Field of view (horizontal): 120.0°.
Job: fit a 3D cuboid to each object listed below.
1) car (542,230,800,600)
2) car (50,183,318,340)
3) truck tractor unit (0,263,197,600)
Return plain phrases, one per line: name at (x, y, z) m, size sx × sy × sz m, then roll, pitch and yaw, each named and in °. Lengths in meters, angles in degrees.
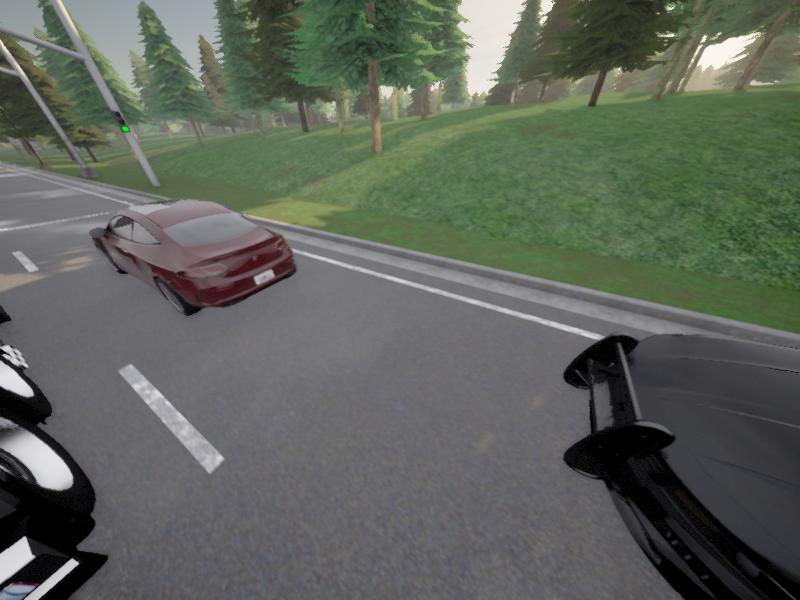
car at (3.689, 1.300, 0.667) m, size 5.238 × 1.638 × 1.930 m, roll 18°, pitch 39°, yaw 24°
car at (-4.084, -1.139, 4.416) m, size 4.674 × 1.442 × 1.812 m, roll 18°, pitch 39°, yaw 24°
truck tractor unit at (-5.117, -0.293, 0.786) m, size 6.516 × 4.208 × 3.053 m, roll 18°, pitch 39°, yaw 24°
